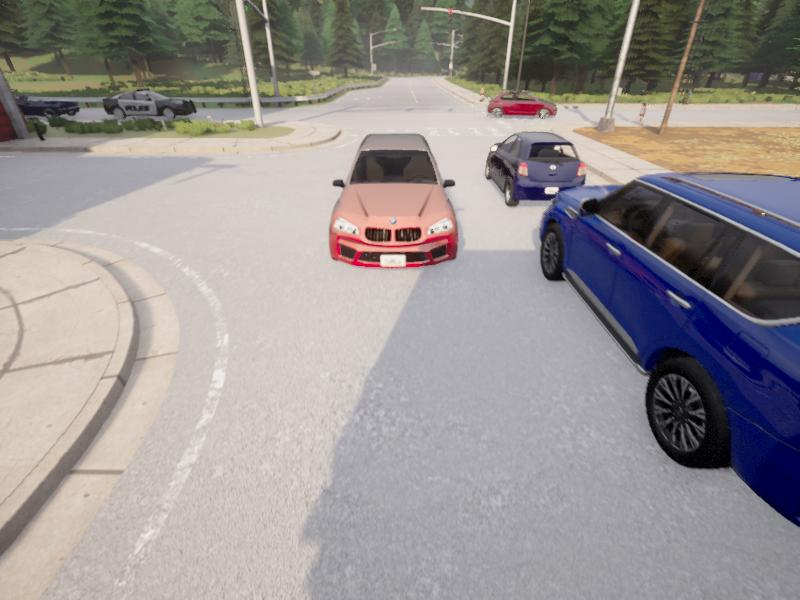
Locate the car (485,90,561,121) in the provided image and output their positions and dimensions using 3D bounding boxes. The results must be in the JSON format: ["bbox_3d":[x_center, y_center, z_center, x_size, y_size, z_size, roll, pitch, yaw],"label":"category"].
[{"bbox_3d":[7.537,-12.090,24.799,4.193,1.474,1.816,7,32,11],"label":"car"}]

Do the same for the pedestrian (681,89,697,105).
[{"bbox_3d":[22.134,-15.531,30.623,0.500,1.100,0.500,-1,31,-1],"label":"pedestrian"}]

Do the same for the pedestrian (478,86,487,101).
[{"bbox_3d":[6.934,-17.421,33.752,0.500,1.100,0.500,13,33,21],"label":"pedestrian"}]

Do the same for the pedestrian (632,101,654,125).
[{"bbox_3d":[12.725,-9.782,20.951,0.500,1.100,0.500,-14,33,-22],"label":"pedestrian"}]

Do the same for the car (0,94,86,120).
[{"bbox_3d":[-22.902,-12.102,25.010,4.718,1.301,1.895,0,31,1],"label":"car"}]

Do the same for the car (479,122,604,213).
[{"bbox_3d":[3.366,-3.569,10.361,1.845,1.501,3.633,0,31,0],"label":"car"}]

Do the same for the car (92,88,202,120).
[{"bbox_3d":[-15.545,-12.201,24.838,5.238,1.638,1.930,0,31,1],"label":"car"}]

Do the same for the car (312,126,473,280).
[{"bbox_3d":[-0.115,-2.232,7.959,2.242,1.667,4.611,0,31,0],"label":"car"}]

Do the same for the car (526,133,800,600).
[{"bbox_3d":[3.389,-0.324,4.404,2.150,2.045,5.566,0,31,0],"label":"car"}]
